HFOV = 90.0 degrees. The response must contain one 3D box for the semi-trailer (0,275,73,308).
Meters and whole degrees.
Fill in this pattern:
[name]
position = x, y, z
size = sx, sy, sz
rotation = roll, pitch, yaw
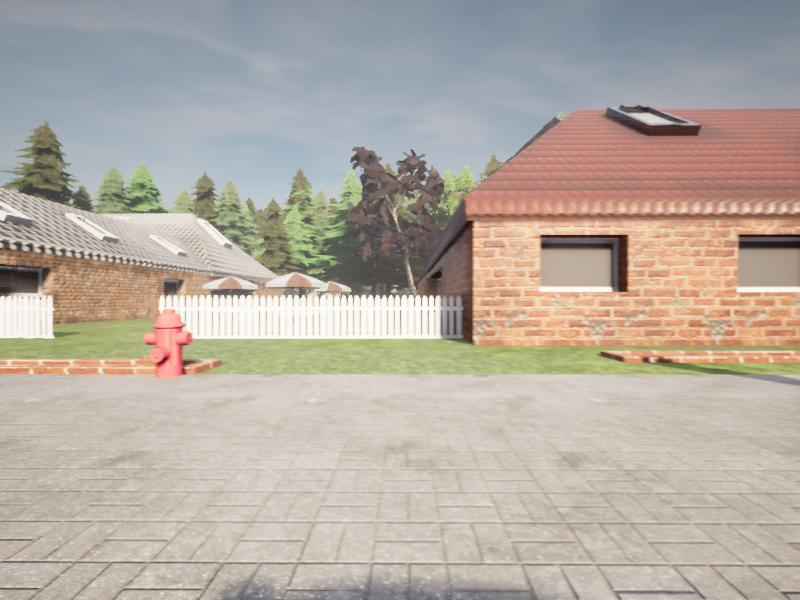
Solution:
[semi-trailer]
position = -55.674, -1.137, 59.185
size = 2.717, 4.402, 14.254
rotation = 0, 0, 1
